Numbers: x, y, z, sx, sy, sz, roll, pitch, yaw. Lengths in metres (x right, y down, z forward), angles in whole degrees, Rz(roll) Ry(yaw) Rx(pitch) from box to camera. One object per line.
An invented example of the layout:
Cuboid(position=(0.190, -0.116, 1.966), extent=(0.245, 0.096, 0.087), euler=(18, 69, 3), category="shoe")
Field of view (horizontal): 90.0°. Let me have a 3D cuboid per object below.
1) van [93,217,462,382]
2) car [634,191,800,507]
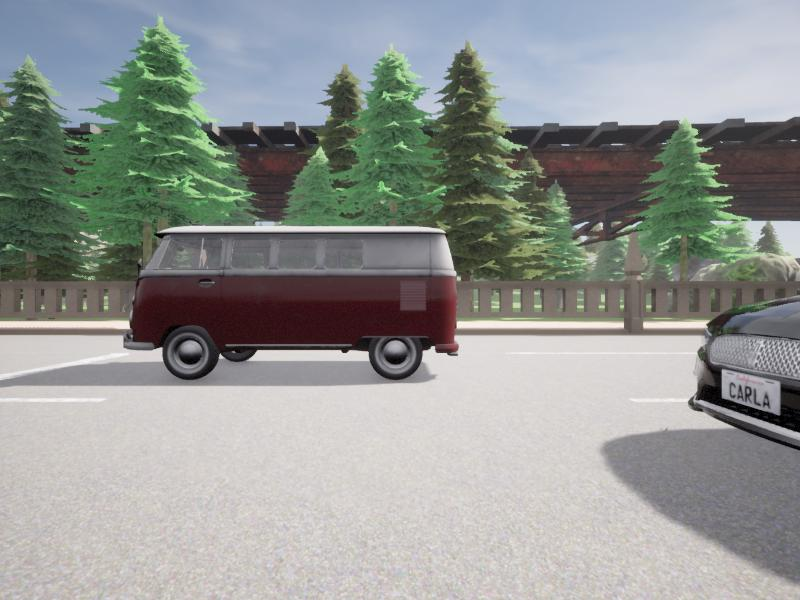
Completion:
Cuboid(position=(-1.470, -0.002, 5.700), extent=(4.442, 1.987, 1.775), euler=(0, 0, 0), category="van")
Cuboid(position=(4.363, 0.237, 2.200), extent=(4.902, 1.511, 2.128), euler=(0, 0, 0), category="car")
